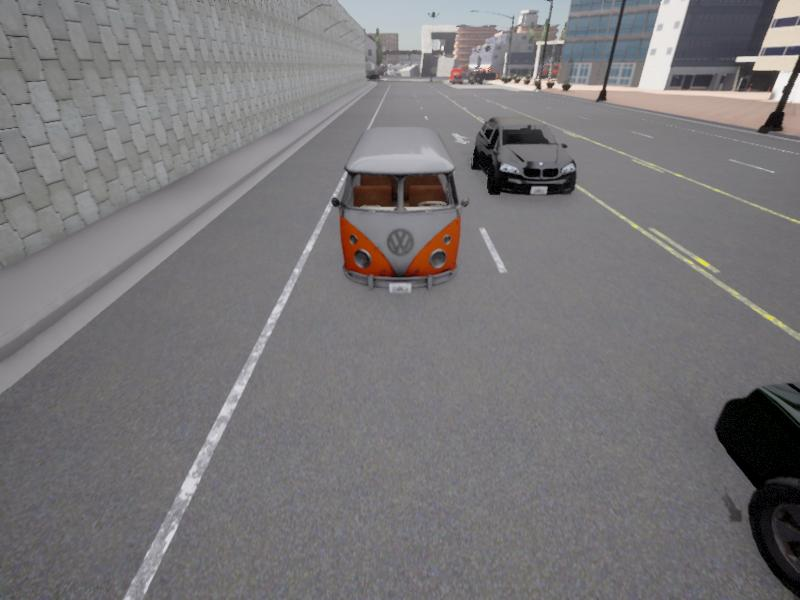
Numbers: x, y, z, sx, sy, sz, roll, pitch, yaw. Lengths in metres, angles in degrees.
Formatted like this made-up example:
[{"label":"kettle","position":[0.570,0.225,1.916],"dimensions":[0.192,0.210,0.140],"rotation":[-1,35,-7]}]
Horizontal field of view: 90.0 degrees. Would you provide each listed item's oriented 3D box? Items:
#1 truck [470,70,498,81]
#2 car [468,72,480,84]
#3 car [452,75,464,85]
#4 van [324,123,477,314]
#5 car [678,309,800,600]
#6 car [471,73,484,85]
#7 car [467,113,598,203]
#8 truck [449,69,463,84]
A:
[{"label":"truck","position":[19.239,-51.218,91.332],"dimensions":[6.274,2.098,2.390],"rotation":[-20,36,-31]},{"label":"car","position":[14.578,-43.908,79.080],"dimensions":[1.932,1.855,4.605],"rotation":[3,31,6]},{"label":"car","position":[10.575,-40.418,73.457],"dimensions":[1.851,1.617,3.988],"rotation":[2,30,3]},{"label":"van","position":[0.005,-1.780,7.059],"dimensions":[1.775,1.987,4.442],"rotation":[0,30,0]},{"label":"car","position":[3.508,1.996,1.064],"dimensions":[2.038,1.542,4.974],"rotation":[0,30,0]},{"label":"car","position":[14.044,-40.199,72.752],"dimensions":[1.905,1.878,3.866],"rotation":[2,30,3]},{"label":"car","position":[3.505,-4.350,11.759],"dimensions":[2.242,1.667,4.611],"rotation":[0,30,0]},{"label":"truck","position":[11.211,-44.724,79.904],"dimensions":[2.627,2.467,5.204],"rotation":[3,31,6]}]
